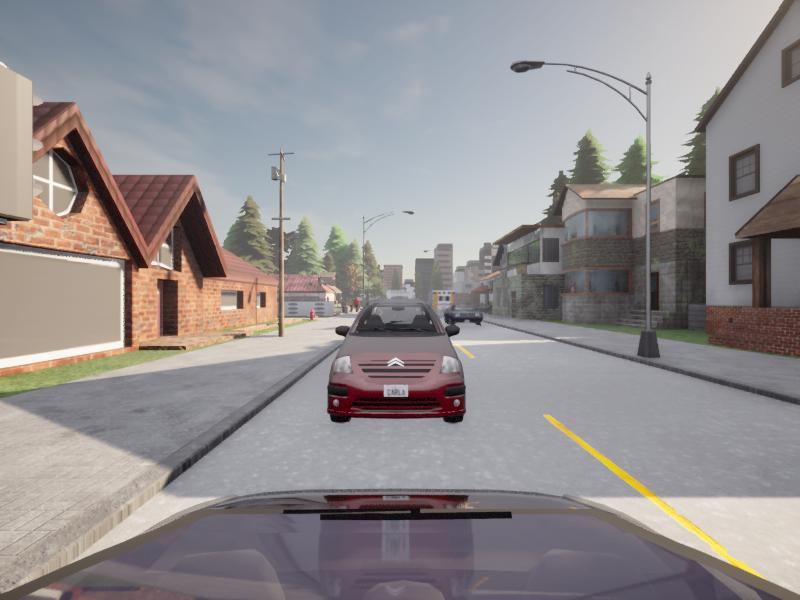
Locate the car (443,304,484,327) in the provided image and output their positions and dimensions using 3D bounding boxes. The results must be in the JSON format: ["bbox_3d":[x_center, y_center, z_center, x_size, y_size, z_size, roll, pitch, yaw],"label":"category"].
[{"bbox_3d":[3.969,0.943,25.784,1.895,1.301,4.718,0,0,0],"label":"car"}]

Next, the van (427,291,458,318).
[{"bbox_3d":[3.976,0.378,38.908,2.351,2.431,6.366,0,0,0],"label":"van"}]

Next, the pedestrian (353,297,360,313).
[{"bbox_3d":[-5.092,0.533,47.200,0.751,1.860,0.751,0,0,-4],"label":"pedestrian"}]

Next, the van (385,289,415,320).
[{"bbox_3d":[-0.030,0.378,34.544,2.351,2.431,6.366,0,0,0],"label":"van"}]

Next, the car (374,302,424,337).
[{"bbox_3d":[-0.034,0.851,19.556,2.163,1.488,4.792,0,0,0],"label":"car"}]

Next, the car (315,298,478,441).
[{"bbox_3d":[-0.037,0.788,6.527,1.851,1.617,3.988,0,0,0],"label":"car"}]

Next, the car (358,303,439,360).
[{"bbox_3d":[-0.035,0.851,13.090,2.163,1.488,4.792,0,0,0],"label":"car"}]
